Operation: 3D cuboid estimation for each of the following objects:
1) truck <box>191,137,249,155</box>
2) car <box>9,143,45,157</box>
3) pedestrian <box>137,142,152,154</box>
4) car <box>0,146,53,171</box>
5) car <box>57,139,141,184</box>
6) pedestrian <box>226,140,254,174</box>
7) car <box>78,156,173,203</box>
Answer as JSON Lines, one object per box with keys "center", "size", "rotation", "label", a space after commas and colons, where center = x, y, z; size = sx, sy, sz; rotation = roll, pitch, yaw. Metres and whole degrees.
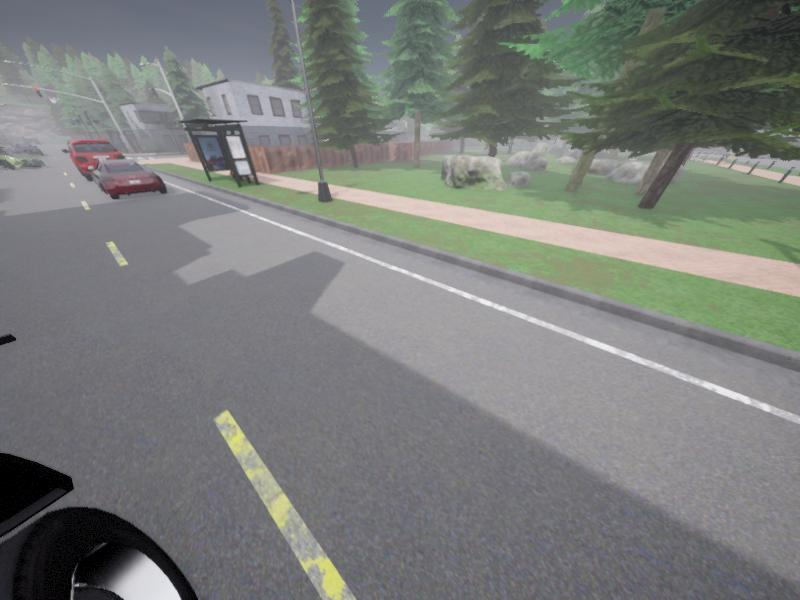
{"center": [-27.139, -23.515, 35.224], "size": [2.390, 2.098, 6.274], "rotation": [18, 39, 24], "label": "truck"}
{"center": [-49.583, -20.034, 30.766], "size": [4.181, 1.385, 1.994], "rotation": [25, 42, 30], "label": "car"}
{"center": [-36.413, -21.683, 32.943], "size": [0.751, 1.300, 0.751], "rotation": [20, 40, 26], "label": "pedestrian"}
{"center": [-31.645, -11.273, 18.340], "size": [4.514, 1.525, 2.007], "rotation": [1, 35, 1], "label": "car"}
{"center": [-19.176, -8.953, 14.692], "size": [5.566, 2.045, 2.150], "rotation": [25, 42, 30], "label": "car"}
{"center": [-10.847, -9.713, 15.695], "size": [0.751, 1.860, 0.751], "rotation": [25, 42, 30], "label": "pedestrian"}
{"center": [-12.898, -5.801, 10.857], "size": [4.181, 1.385, 1.994], "rotation": [25, 42, 30], "label": "car"}
